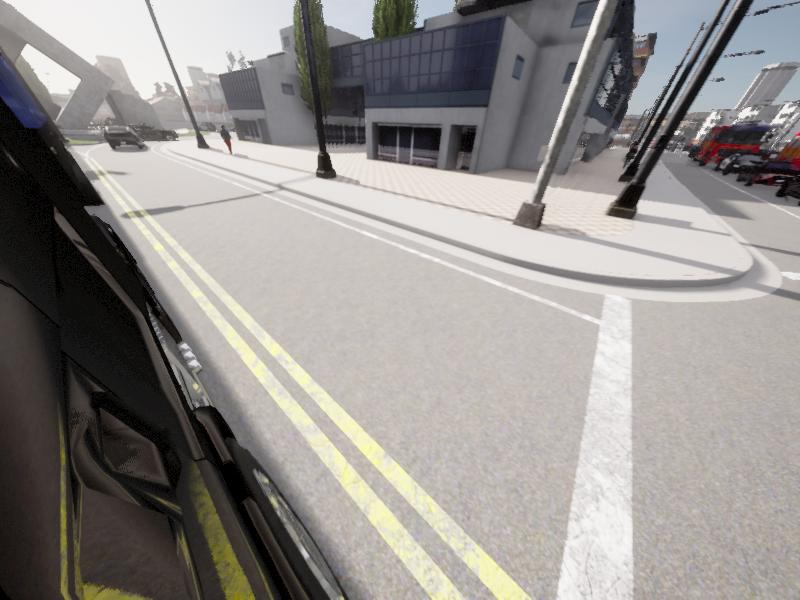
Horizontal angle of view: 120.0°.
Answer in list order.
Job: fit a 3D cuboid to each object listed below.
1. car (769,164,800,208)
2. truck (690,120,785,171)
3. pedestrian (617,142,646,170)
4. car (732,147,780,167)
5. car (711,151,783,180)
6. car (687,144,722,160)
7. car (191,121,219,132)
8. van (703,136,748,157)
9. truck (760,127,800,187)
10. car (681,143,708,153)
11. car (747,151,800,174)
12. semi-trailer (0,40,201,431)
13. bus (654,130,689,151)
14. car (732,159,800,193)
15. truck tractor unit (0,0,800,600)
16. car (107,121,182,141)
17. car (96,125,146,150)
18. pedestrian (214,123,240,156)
[{"bbox_3d":[19.932,-5.166,10.651,1.816,1.474,4.193,28,44,30],"label":"car"},{"bbox_3d":[34.564,-16.434,24.295,2.891,3.827,8.468,28,45,30],"label":"truck"},{"bbox_3d":[18.613,-11.610,18.611,0.751,1.860,0.751,15,38,17],"label":"pedestrian"},{"bbox_3d":[40.418,-16.383,26.351,1.816,1.474,4.193,28,45,30],"label":"car"},{"bbox_3d":[28.833,-11.444,19.440,2.038,1.542,4.974,28,44,30],"label":"car"},{"bbox_3d":[40.643,-19.858,30.950,1.994,1.385,4.181,27,44,29],"label":"car"},{"bbox_3d":[-43.223,-38.430,51.223,3.866,1.878,1.905,-5,37,-10],"label":"car"},{"bbox_3d":[51.235,-24.413,36.622,2.351,2.431,6.366,28,44,30],"label":"van"},{"bbox_3d":[30.999,-10.453,16.344,2.891,3.827,8.468,28,44,30],"label":"truck"},{"bbox_3d":[59.766,-30.921,46.983,1.812,1.442,4.674,20,39,22],"label":"car"},{"bbox_3d":[36.470,-13.493,22.504,1.812,1.442,4.674,28,45,30],"label":"car"},{"bbox_3d":[-8.694,-3.597,4.248,14.254,4.402,2.717,28,43,30],"label":"semi-trailer"},{"bbox_3d":[73.812,-43.319,63.034,3.944,4.253,10.273,28,42,30],"label":"bus"},{"bbox_3d":[24.421,-8.258,15.161,1.994,1.385,4.181,28,44,31],"label":"car"},{"bbox_3d":[-2.645,-0.295,0.351,6.516,4.208,3.053,28,44,30],"label":"truck tractor unit"},{"bbox_3d":[-28.934,-19.273,26.451,1.930,1.638,5.238,22,40,23],"label":"car"},{"bbox_3d":[-23.018,-13.590,19.279,1.837,1.490,4.892,-24,44,-31],"label":"car"},{"bbox_3d":[-12.130,-11.225,16.200,0.751,1.860,0.751,-27,46,-34],"label":"pedestrian"}]
